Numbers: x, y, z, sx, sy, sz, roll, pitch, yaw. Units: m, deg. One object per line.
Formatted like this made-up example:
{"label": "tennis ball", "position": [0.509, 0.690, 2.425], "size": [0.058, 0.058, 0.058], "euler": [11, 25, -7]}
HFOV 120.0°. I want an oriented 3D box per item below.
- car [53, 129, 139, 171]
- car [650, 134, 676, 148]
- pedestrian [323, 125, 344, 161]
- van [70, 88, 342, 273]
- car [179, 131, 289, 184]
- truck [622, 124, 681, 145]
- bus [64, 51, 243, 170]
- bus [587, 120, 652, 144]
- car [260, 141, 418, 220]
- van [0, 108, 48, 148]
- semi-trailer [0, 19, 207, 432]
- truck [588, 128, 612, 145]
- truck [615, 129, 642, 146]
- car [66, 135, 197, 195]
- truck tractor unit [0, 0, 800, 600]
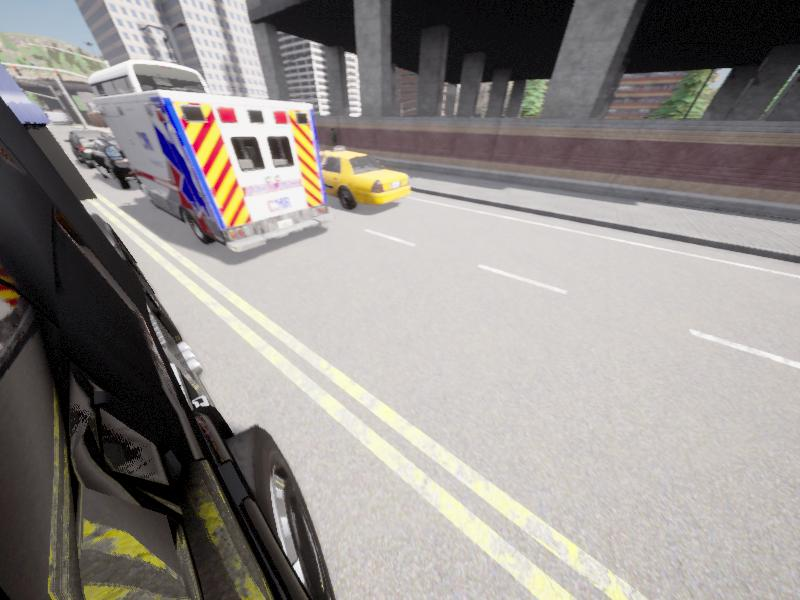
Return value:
{"label": "car", "position": [-16.037, -8.018, 12.224], "size": [3.705, 1.549, 1.789], "euler": [25, 43, 27]}
{"label": "car", "position": [46.482, -28.205, 40.897], "size": [1.932, 1.855, 4.605], "euler": [25, 43, 27]}
{"label": "pedestrian", "position": [-4.241, -10.094, 14.908], "size": [0.751, 1.860, 0.751], "euler": [24, 43, 27]}
{"label": "van", "position": [-4.653, -3.184, 5.585], "size": [6.366, 2.431, 2.351], "euler": [25, 43, 27]}
{"label": "car", "position": [-7.919, -6.971, 11.080], "size": [4.611, 1.667, 2.242], "euler": [24, 43, 27]}
{"label": "truck", "position": [59.458, -39.462, 55.006], "size": [8.468, 3.827, 2.891], "euler": [25, 43, 27]}
{"label": "bus", "position": [-15.143, -11.217, 14.251], "size": [10.273, 4.253, 3.944], "euler": [24, 43, 27]}
{"label": "bus", "position": [52.276, -40.416, 55.614], "size": [10.273, 4.253, 3.944], "euler": [25, 43, 27]}
{"label": "car", "position": [-2.181, -4.320, 7.889], "size": [5.366, 1.575, 1.801], "euler": [25, 43, 27]}
{"label": "van", "position": [-32.039, -12.591, 16.877], "size": [2.351, 2.431, 6.366], "euler": [24, 42, 26]}
{"label": "semi-trailer", "position": [-8.984, -3.359, 3.977], "size": [14.254, 4.402, 2.717], "euler": [24, 43, 27]}
{"label": "truck", "position": [38.852, -31.865, 44.981], "size": [2.615, 2.467, 5.204], "euler": [25, 43, 27]}
{"label": "truck", "position": [42.340, -30.268, 43.014], "size": [2.615, 2.467, 5.204], "euler": [25, 43, 27]}
{"label": "car", "position": [-10.829, -5.626, 9.315], "size": [4.902, 1.511, 2.128], "euler": [25, 43, 27]}
{"label": "truck tractor unit", "position": [-2.645, -0.295, 0.351], "size": [6.516, 4.208, 3.053], "euler": [28, 44, 30]}
